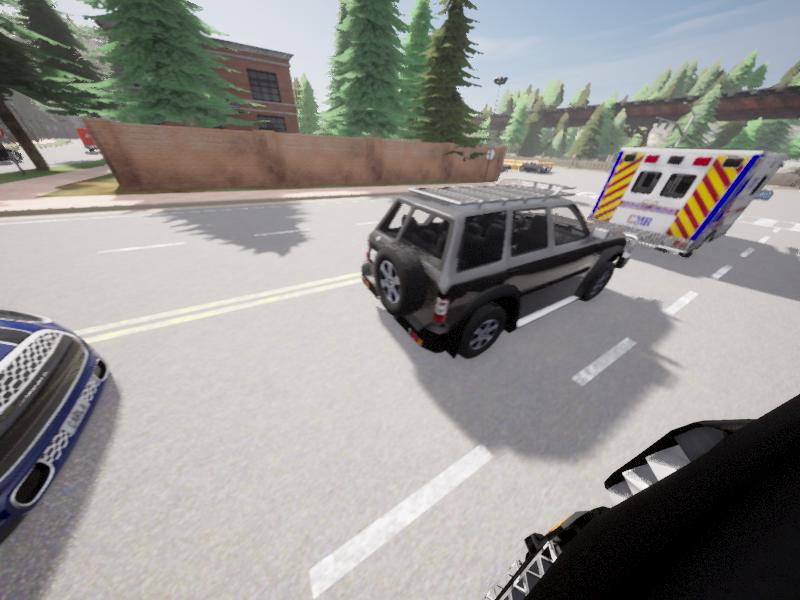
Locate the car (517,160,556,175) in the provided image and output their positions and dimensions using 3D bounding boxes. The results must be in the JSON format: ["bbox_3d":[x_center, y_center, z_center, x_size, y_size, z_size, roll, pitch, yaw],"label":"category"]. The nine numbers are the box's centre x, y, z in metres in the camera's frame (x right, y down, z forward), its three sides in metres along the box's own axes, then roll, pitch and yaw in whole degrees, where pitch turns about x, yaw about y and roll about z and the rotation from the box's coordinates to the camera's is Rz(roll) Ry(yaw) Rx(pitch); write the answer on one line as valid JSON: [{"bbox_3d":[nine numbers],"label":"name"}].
[{"bbox_3d":[18.561,-18.167,31.555,1.970,1.475,3.806,-16,38,-26],"label":"car"}]

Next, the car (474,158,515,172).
[{"bbox_3d":[13.381,-19.417,33.123,2.033,1.411,5.357,-16,38,-26],"label":"car"}]

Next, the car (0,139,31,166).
[{"bbox_3d":[-27.814,-9.769,15.217,1.816,1.474,4.193,-14,37,-24],"label":"car"}]

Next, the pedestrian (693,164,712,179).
[{"bbox_3d":[43.557,-18.455,33.243,0.751,1.860,0.751,-15,37,-25],"label":"pedestrian"}]

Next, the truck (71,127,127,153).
[{"bbox_3d":[-38.298,-20.477,29.710,2.627,2.467,5.204,-18,39,-29],"label":"truck"}]

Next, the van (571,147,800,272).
[{"bbox_3d":[8.689,-3.040,7.047,6.366,2.431,2.351,-16,38,-26],"label":"van"}]

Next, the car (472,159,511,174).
[{"bbox_3d":[11.642,-17.265,29.758,1.994,1.385,4.181,-16,38,-26],"label":"car"}]

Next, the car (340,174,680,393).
[{"bbox_3d":[1.706,-0.826,3.661,4.605,1.855,1.932,-16,38,-26],"label":"car"}]

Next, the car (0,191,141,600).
[{"bbox_3d":[-4.501,0.975,0.535,4.553,1.767,2.097,-16,38,-26],"label":"car"}]
